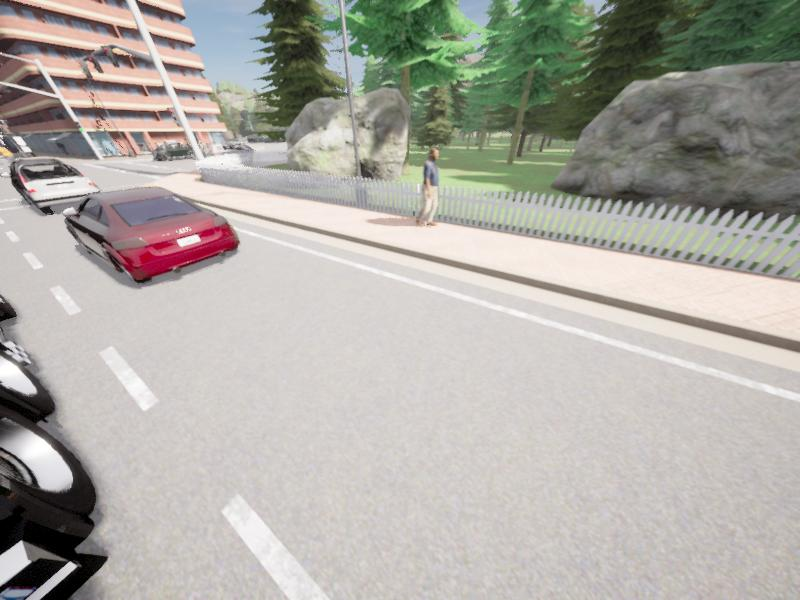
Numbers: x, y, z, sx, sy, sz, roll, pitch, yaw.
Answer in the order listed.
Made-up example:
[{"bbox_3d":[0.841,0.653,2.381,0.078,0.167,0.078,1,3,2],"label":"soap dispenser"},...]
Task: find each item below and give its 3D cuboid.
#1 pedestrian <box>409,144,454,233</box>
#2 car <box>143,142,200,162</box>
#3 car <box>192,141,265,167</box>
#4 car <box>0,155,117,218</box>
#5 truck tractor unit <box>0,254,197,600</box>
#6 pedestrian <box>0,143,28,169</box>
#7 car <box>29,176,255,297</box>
[{"bbox_3d":[0.736,-2.766,5.775,0.751,1.860,0.751,19,40,25],"label":"pedestrian"},{"bbox_3d":[-24.473,-16.016,24.938,1.789,1.549,3.705,11,37,15],"label":"car"},{"bbox_3d":[-15.178,-13.230,20.841,2.242,1.667,4.611,12,38,17],"label":"car"},{"bbox_3d":[-13.566,-4.564,9.011,3.988,1.617,1.851,19,40,25],"label":"car"},{"bbox_3d":[-5.099,-0.314,0.780,6.516,4.208,3.053,19,40,25],"label":"truck tractor unit"},{"bbox_3d":[-33.717,-12.393,19.863,0.751,1.860,0.751,7,37,11],"label":"pedestrian"},{"bbox_3d":[-5.690,-1.738,5.183,4.181,1.385,1.994,19,40,25],"label":"car"}]
